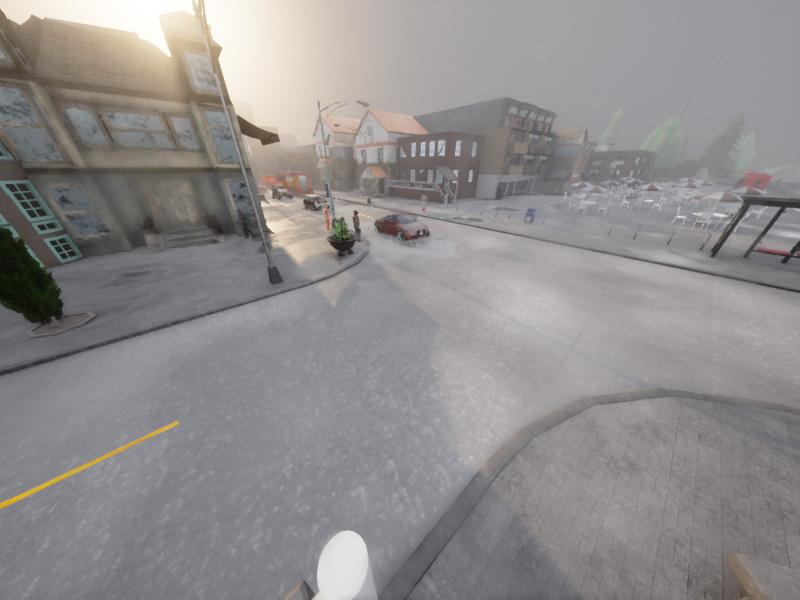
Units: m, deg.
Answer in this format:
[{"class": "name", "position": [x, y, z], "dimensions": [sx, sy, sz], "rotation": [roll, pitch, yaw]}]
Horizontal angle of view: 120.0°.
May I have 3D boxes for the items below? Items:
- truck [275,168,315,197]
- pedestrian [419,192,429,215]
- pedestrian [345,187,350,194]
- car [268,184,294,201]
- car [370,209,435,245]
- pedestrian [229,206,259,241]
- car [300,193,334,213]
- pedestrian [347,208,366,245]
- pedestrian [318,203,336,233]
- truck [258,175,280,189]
[{"class": "truck", "position": [-17.704, -19.791, 38.666], "dimensions": [2.891, 3.827, 8.468], "rotation": [-23, 37, -34]}, {"class": "pedestrian", "position": [2.290, -9.220, 22.065], "dimensions": [0.751, 1.860, 0.751], "rotation": [7, 31, 11]}, {"class": "pedestrian", "position": [-8.803, -18.424, 38.815], "dimensions": [0.500, 1.100, 0.500], "rotation": [1, 30, 1]}, {"class": "car", "position": [-17.096, -15.476, 33.121], "dimensions": [1.905, 1.878, 3.866], "rotation": [-23, 38, -34]}, {"class": "car", "position": [0.051, -5.040, 15.574], "dimensions": [1.994, 1.385, 4.181], "rotation": [-23, 37, -34]}, {"class": "pedestrian", "position": [-9.665, -4.754, 14.357], "dimensions": [0.751, 1.860, 0.751], "rotation": [11, 32, 18]}, {"class": "car", "position": [-8.993, -10.468, 24.867], "dimensions": [1.970, 1.475, 3.806], "rotation": [-23, 37, -34]}, {"class": "pedestrian", "position": [-2.539, -4.324, 13.587], "dimensions": [0.751, 1.860, 0.751], "rotation": [-12, 32, -20]}, {"class": "pedestrian", "position": [-5.016, -5.658, 15.897], "dimensions": [0.751, 1.860, 0.751], "rotation": [0, 30, 1]}, {"class": "truck", "position": [-28.375, -25.553, 50.000], "dimensions": [2.627, 2.467, 5.204], "rotation": [-23, 37, -34]}]
